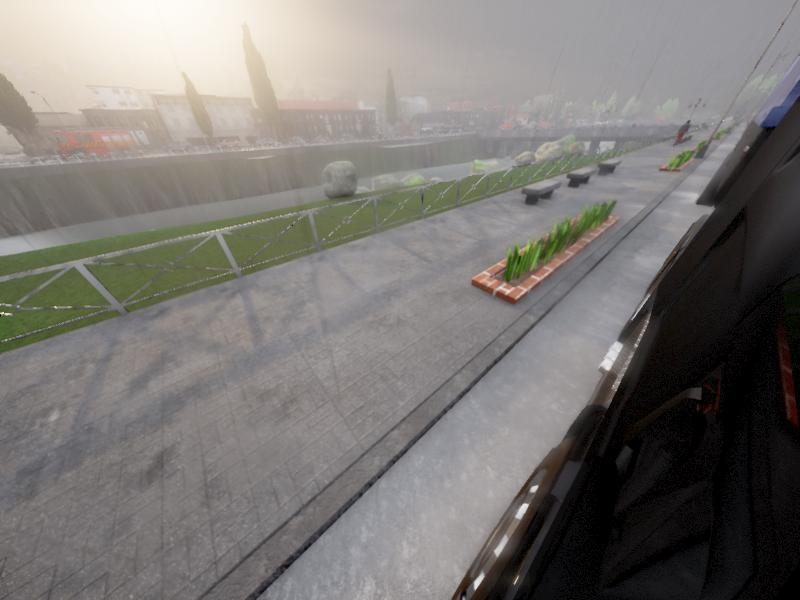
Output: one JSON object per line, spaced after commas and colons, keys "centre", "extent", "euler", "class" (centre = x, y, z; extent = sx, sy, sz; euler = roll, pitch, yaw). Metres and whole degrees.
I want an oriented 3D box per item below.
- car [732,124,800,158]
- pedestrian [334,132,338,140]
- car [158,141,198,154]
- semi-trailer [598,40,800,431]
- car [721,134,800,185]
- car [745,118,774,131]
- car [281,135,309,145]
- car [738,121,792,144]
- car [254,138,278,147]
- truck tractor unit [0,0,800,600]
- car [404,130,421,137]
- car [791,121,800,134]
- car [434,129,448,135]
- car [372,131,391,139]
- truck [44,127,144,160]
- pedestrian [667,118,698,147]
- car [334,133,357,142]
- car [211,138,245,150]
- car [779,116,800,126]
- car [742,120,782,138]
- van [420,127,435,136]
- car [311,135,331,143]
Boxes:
{"centre": [23.826, -10.402, 14.984], "extent": [4.514, 1.525, 2.007], "euler": [-28, 44, -30], "class": "car"}
{"centre": [-17.240, -44.211, 62.293], "extent": [0.751, 1.860, 0.751], "euler": [-15, 39, -17], "class": "pedestrian"}
{"centre": [-40.181, -27.763, 41.876], "extent": [4.856, 1.649, 2.033], "euler": [-28, 44, -30], "class": "car"}
{"centre": [8.700, -3.589, 4.249], "extent": [14.254, 4.402, 2.717], "euler": [-28, 44, -30], "class": "semi-trailer"}
{"centre": [15.662, -6.017, 9.686], "extent": [4.181, 1.385, 1.994], "euler": [-28, 44, -30], "class": "car"}
{"centre": [55.694, -27.256, 35.843], "extent": [5.008, 1.535, 1.882], "euler": [-28, 44, -30], "class": "car"}
{"centre": [-23.865, -36.400, 52.559], "extent": [5.238, 1.638, 1.930], "euler": [-28, 44, -30], "class": "car"}
{"centre": [32.999, -15.251, 20.988], "extent": [4.514, 1.525, 2.007], "euler": [-28, 44, -30], "class": "car"}
{"centre": [-28.602, -33.822, 49.497], "extent": [3.806, 1.475, 1.970], "euler": [-28, 44, -30], "class": "car"}
{"centre": [2.645, -0.295, 0.351], "extent": [6.516, 4.208, 3.053], "euler": [-28, 44, -30], "class": "truck tractor unit"}
{"centre": [3.831, -51.035, 70.721], "extent": [4.974, 1.542, 2.038], "euler": [-28, 44, -30], "class": "car"}
{"centre": [49.250, -20.789, 27.396], "extent": [4.611, 1.667, 2.242], "euler": [-28, 44, -30], "class": "car"}
{"centre": [13.661, -56.213, 77.176], "extent": [5.008, 1.535, 1.882], "euler": [-28, 44, -30], "class": "car"}
{"centre": [-5.134, -46.314, 64.831], "extent": [4.856, 1.649, 2.033], "euler": [-28, 44, -30], "class": "car"}
{"centre": [-47.477, -24.804, 36.464], "extent": [8.468, 3.827, 2.891], "euler": [-28, 44, -30], "class": "truck"}
{"centre": [23.478, -13.904, 19.219], "extent": [0.751, 1.860, 0.751], "euler": [-21, 41, -24], "class": "pedestrian"}
{"centre": [-13.813, -41.719, 59.145], "extent": [5.238, 1.638, 1.930], "euler": [-28, 44, -30], "class": "car"}
{"centre": [-34.074, -30.990, 45.874], "extent": [5.027, 1.651, 2.152], "euler": [-28, 44, -30], "class": "car"}
{"centre": [74.930, -34.286, 44.260], "extent": [4.193, 1.474, 1.816], "euler": [-28, 44, -30], "class": "car"}
{"centre": [40.307, -19.093, 25.786], "extent": [4.193, 1.474, 1.816], "euler": [-28, 44, -30], "class": "car"}
{"centre": [8.251, -50.437, 69.294], "extent": [4.480, 2.038, 2.069], "euler": [-28, 44, -30], "class": "van"}
{"centre": [-19.068, -38.868, 55.746], "extent": [3.806, 1.475, 1.970], "euler": [-28, 43, -30], "class": "car"}
